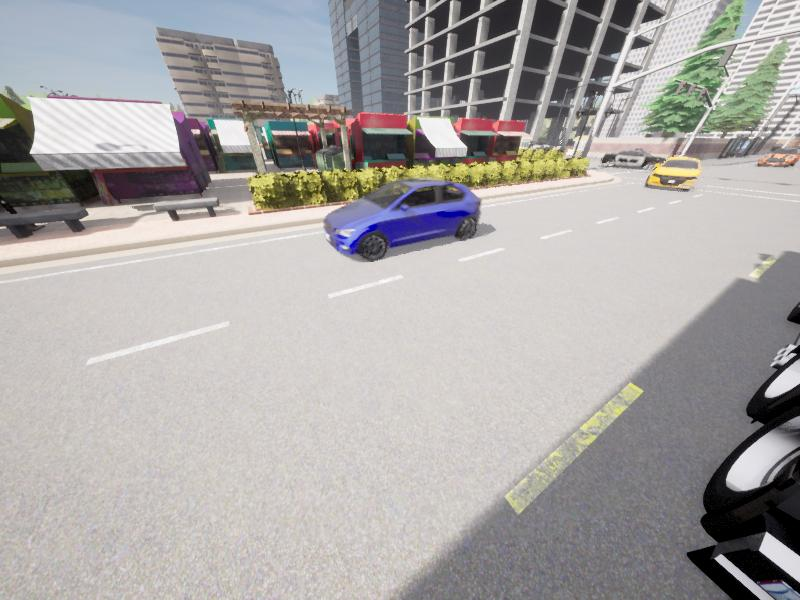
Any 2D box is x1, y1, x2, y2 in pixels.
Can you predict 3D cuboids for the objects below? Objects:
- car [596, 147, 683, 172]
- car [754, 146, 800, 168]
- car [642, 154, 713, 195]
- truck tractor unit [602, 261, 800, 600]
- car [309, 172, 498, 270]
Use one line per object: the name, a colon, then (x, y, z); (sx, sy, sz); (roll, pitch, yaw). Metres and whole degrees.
car: (22.309, -13.371, 21.837); (1.930, 1.638, 5.238); (-21, 40, -28)
car: (41.588, -15.604, 25.135); (4.553, 1.767, 2.097); (-18, 39, -24)
car: (16.201, -7.492, 13.528); (5.008, 1.535, 1.882); (-29, 45, -35)
truck tractor unit: (5.104, -0.307, 0.788); (6.516, 4.208, 3.053); (-19, 39, -24)
car: (0.167, -2.268, 5.960); (4.193, 1.474, 1.816); (-18, 39, -24)
